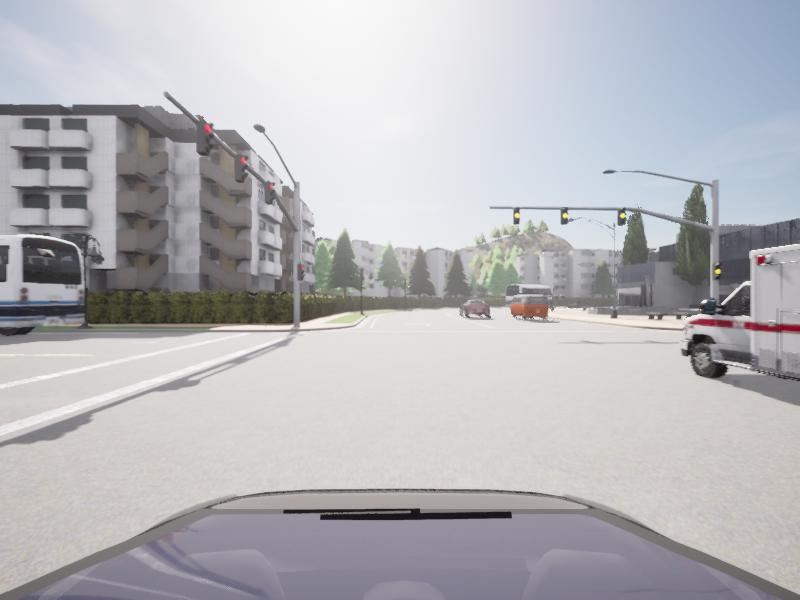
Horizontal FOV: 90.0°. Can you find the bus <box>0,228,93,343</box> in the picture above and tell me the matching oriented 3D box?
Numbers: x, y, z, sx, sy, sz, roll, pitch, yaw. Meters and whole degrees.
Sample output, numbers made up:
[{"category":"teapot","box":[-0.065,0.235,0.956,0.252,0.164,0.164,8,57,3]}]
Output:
[{"category":"bus","box":[-19.476,-0.530,16.780,10.273,4.253,3.944,0,0,1]}]

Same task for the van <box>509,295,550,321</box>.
[{"category":"van","box":[10.299,0.608,32.241,1.775,1.987,4.442,0,0,-1]}]

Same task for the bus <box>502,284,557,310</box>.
[{"category":"bus","box":[23.105,-0.517,71.018,10.273,4.253,3.944,0,0,-36]}]

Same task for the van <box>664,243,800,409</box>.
[{"category":"van","box":[7.043,0.380,5.745,2.351,2.431,6.366,0,0,1]}]

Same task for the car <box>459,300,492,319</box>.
[{"category":"car","box":[6.783,0.790,36.492,2.152,1.651,5.027,0,0,1]}]
